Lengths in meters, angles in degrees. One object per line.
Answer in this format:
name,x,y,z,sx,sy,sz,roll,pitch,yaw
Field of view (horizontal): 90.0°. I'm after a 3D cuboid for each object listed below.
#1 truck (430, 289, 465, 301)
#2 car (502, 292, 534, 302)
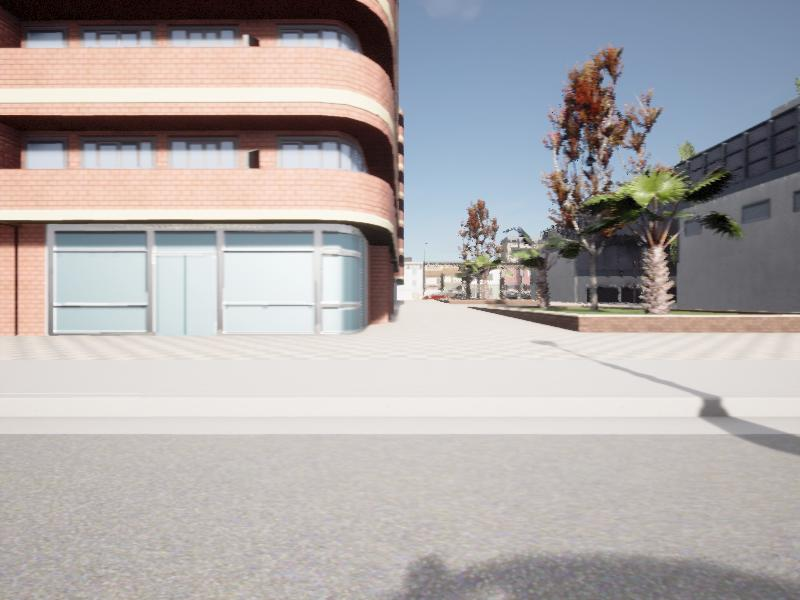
truck,8.678,-0.889,73.459,6.274,2.098,2.390,0,0,0
car,18.551,-0.514,62.928,4.514,1.525,2.007,1,0,1
